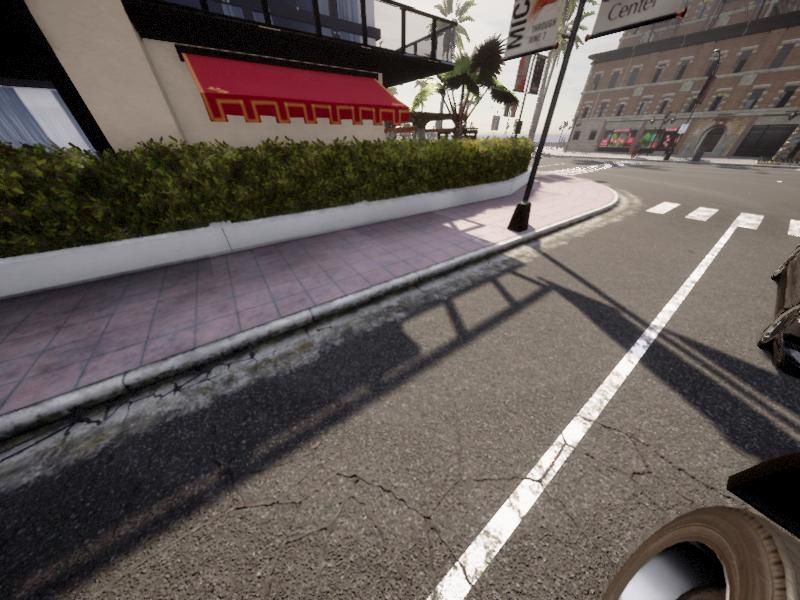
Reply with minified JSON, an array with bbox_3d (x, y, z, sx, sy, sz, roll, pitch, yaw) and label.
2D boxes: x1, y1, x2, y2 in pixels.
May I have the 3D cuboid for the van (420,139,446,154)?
[{"bbox_3d":[5.455,-25.945,38.977,1.775,1.987,4.442,-22,41,-28],"label":"van"}]

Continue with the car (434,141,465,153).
[{"bbox_3d":[8.547,-26.775,40.430,1.930,1.638,5.238,-22,41,-28],"label":"car"}]

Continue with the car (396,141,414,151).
[{"bbox_3d":[1.001,-32.852,49.196,1.789,1.549,3.705,-24,42,-30],"label":"car"}]

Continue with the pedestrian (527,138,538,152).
[{"bbox_3d":[21.354,-24.960,37.263,0.751,1.860,0.751,-15,38,-20],"label":"pedestrian"}]

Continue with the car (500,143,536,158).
[{"bbox_3d":[16.026,-20.487,31.529,1.789,1.549,3.705,-22,41,-27],"label":"car"}]

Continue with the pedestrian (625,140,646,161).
[{"bbox_3d":[25.700,-16.300,25.205,0.751,1.860,0.751,-25,42,-30],"label":"pedestrian"}]

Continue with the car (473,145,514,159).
[{"bbox_3d":[12.350,-19.890,30.929,1.895,1.301,4.718,-22,40,-27],"label":"car"}]

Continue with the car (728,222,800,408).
[{"bbox_3d":[6.556,-0.117,2.840,5.357,1.411,2.033,-22,41,-28],"label":"car"}]
